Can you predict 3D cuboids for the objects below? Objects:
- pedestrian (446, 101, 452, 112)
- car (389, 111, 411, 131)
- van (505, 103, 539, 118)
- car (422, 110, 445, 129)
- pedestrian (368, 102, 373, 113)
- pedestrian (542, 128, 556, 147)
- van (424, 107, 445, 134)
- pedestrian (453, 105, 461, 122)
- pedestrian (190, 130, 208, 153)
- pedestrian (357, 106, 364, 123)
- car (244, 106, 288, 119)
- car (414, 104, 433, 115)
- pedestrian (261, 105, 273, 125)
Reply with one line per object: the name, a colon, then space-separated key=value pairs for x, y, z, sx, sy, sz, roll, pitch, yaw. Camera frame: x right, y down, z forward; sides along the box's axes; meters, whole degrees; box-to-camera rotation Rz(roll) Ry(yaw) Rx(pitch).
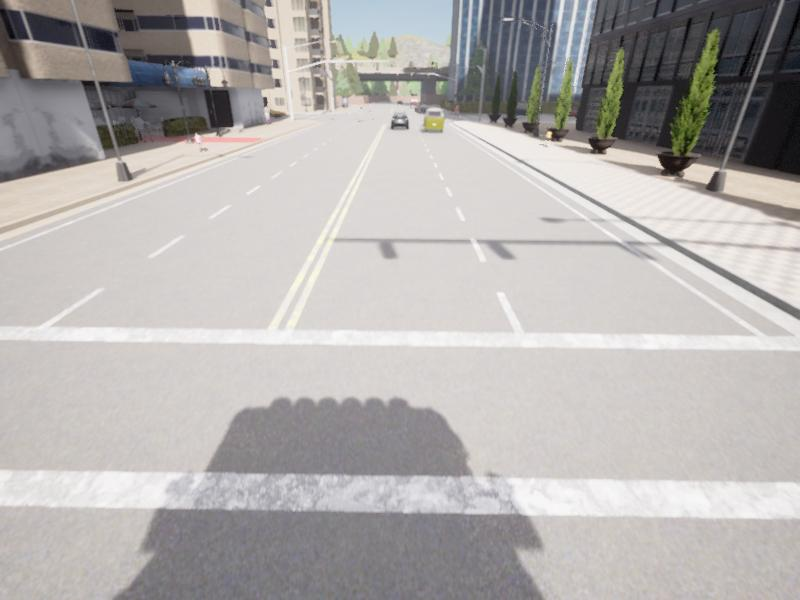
pedestrian: x=9.167 y=-36.176 z=74.894 sx=0.751 sy=1.860 sz=0.751 roll=0 pitch=27 yaw=-1
car: x=0.002 y=-18.018 z=40.164 sx=2.007 sy=1.525 sz=4.514 roll=0 pitch=27 yaw=0
van: x=18.982 y=-29.574 z=62.407 sx=4.442 sy=1.987 sz=1.775 roll=0 pitch=27 yaw=-1
car: x=3.503 y=-19.359 z=42.820 sx=2.007 sy=1.525 sz=4.514 roll=0 pitch=27 yaw=0
pedestrian: x=-5.547 y=-35.709 z=74.133 sx=0.751 sy=1.860 sz=0.751 roll=4 pitch=27 yaw=6
pedestrian: x=9.387 y=-10.217 z=25.166 sx=0.500 sy=1.100 sz=0.500 roll=0 pitch=27 yaw=-1
van: x=3.181 y=-16.734 z=37.200 sx=1.775 sy=1.987 sz=4.442 roll=2 pitch=27 yaw=3
pedestrian: x=6.903 y=-22.648 z=48.517 sx=0.751 sy=1.860 sz=0.751 roll=2 pitch=27 yaw=4
pedestrian: x=-11.025 y=-8.688 z=21.933 sx=0.500 sy=1.100 sz=0.500 roll=1 pitch=27 yaw=0
pedestrian: x=-4.709 y=-22.328 z=48.082 sx=0.751 sy=1.860 sz=0.751 roll=0 pitch=27 yaw=-1
car: x=-18.589 y=-26.216 z=55.840 sx=5.366 sy=1.575 sz=1.801 roll=0 pitch=27 yaw=-1
car: x=4.084 y=-34.196 z=71.601 sx=1.930 sy=1.638 sz=5.238 roll=-6 pitch=28 yaw=-13
pedestrian: x=-13.799 y=-19.244 z=41.627 sx=0.751 sy=1.860 sz=0.751 roll=-1 pitch=27 yaw=-2
